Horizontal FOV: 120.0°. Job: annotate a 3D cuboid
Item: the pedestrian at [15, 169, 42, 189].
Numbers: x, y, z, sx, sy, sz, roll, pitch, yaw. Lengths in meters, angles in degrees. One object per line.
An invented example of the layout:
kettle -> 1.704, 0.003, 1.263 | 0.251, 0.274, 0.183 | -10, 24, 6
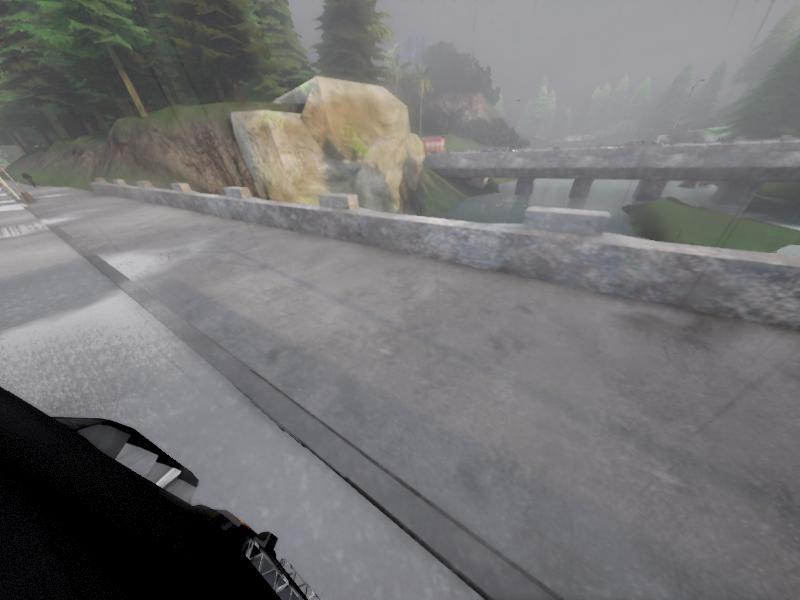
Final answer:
pedestrian -> -42.087, -13.728, 26.199 | 0.751, 1.860, 0.751 | 19, 39, 29

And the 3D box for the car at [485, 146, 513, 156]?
car -> 19.336, -29.141, 45.222 | 4.674, 1.442, 1.812 | 17, 38, 28

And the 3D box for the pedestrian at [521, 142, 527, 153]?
pedestrian -> 25.280, -31.087, 47.079 | 0.751, 1.860, 0.751 | 16, 38, 27

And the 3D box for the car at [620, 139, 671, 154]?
car -> 34.672, -21.830, 32.860 | 4.514, 1.525, 2.007 | 17, 38, 28

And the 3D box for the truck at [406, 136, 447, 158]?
truck -> 5.798, -34.284, 51.926 | 8.468, 3.827, 2.891 | 18, 39, 28

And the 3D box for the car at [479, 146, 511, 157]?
car -> 17.377, -27.186, 42.336 | 5.008, 1.535, 1.882 | 18, 39, 27

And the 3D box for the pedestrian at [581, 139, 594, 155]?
pedestrian -> 26.217, -21.407, 32.360 | 0.751, 1.860, 0.751 | -29, 41, -33
